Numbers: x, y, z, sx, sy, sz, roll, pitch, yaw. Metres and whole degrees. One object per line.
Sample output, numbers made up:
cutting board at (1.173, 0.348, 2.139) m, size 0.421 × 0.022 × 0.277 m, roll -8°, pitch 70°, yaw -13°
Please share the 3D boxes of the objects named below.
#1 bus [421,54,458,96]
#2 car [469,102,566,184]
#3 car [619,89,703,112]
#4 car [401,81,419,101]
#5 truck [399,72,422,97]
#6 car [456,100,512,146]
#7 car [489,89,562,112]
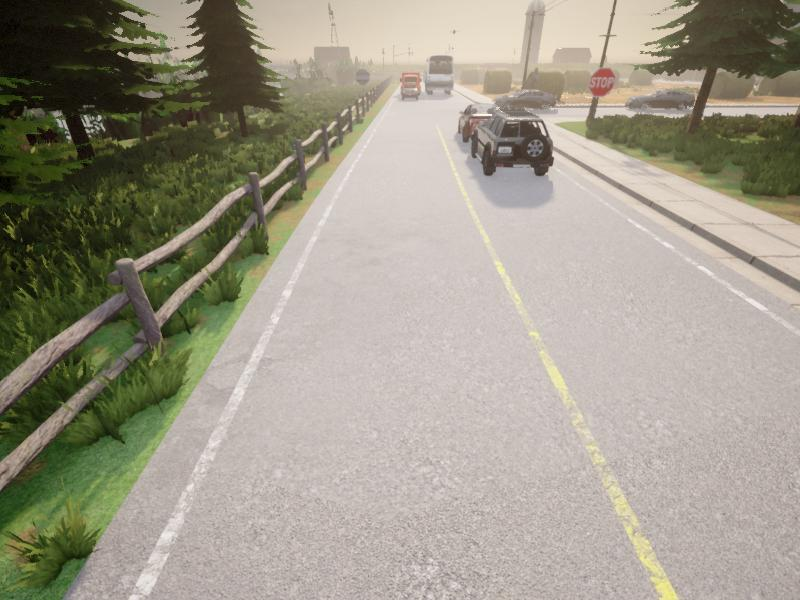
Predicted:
bus at (4.807, -29.060, 51.550) m, size 3.944 × 4.253 × 10.273 m, roll 1°, pitch 30°, yaw 1°
car at (3.649, -5.440, 13.457) m, size 1.932 × 1.855 × 4.605 m, roll 1°, pitch 30°, yaw 1°
car at (20.522, -15.805, 31.643) m, size 4.902 × 1.511 × 2.128 m, roll -1°, pitch 30°, yaw -1°
car at (1.078, -22.166, 42.374) m, size 1.851 × 1.617 × 3.988 m, roll 1°, pitch 30°, yaw 1°
truck at (1.289, -26.018, 48.116) m, size 2.627 × 2.467 × 5.204 m, roll 1°, pitch 30°, yaw 1°
car at (3.871, -8.582, 19.188) m, size 2.007 × 1.525 × 4.514 m, roll 2°, pitch 30°, yaw 3°
car at (9.747, -15.662, 31.392) m, size 4.902 × 1.511 × 2.128 m, roll -2°, pitch 30°, yaw -3°
